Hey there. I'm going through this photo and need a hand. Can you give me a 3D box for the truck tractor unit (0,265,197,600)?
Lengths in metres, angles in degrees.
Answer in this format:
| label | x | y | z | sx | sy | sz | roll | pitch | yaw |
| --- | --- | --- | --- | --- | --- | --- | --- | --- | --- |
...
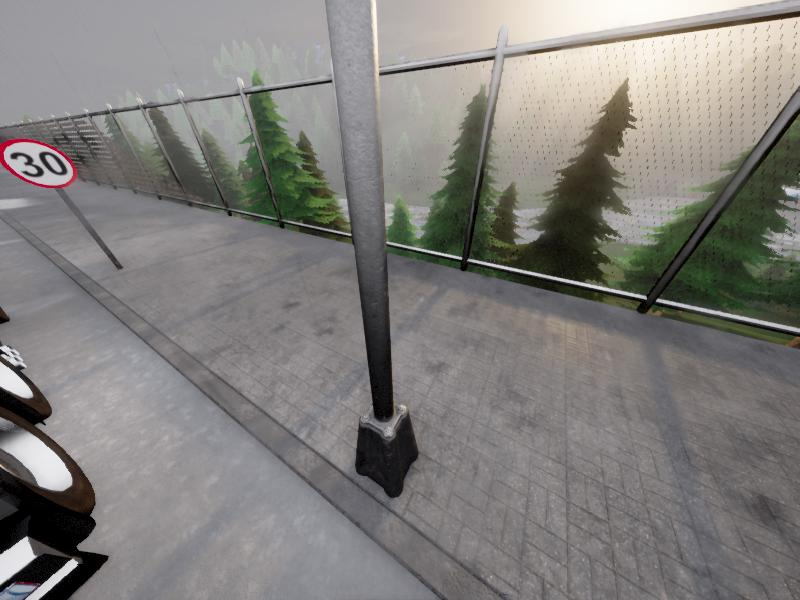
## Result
| label | x | y | z | sx | sy | sz | roll | pitch | yaw |
| --- | --- | --- | --- | --- | --- | --- | --- | --- | --- |
| truck tractor unit | -5.113 | -0.299 | 0.778 | 6.516 | 4.208 | 3.053 | 18 | 39 | 24 |
